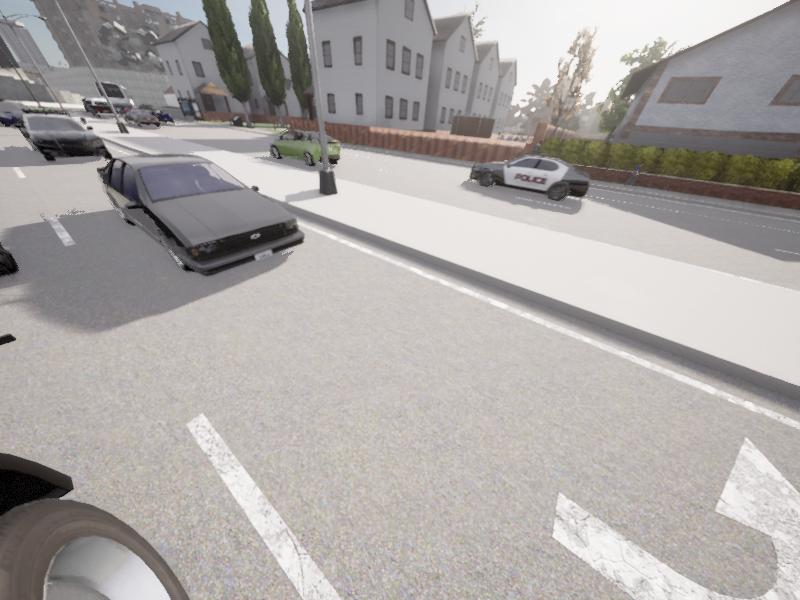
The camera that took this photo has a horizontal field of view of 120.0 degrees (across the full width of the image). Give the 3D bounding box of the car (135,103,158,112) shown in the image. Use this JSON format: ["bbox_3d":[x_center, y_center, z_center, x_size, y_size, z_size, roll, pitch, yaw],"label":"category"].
[{"bbox_3d":[-70.479,-53.439,64.146,4.514,1.525,2.007,16,39,14],"label":"car"}]

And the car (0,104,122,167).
[{"bbox_3d":[-14.770,-7.211,10.023,5.238,1.638,1.930,26,42,25],"label":"car"}]

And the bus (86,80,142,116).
[{"bbox_3d":[-51.376,-36.577,42.037,3.944,4.253,10.273,-23,45,-30],"label":"bus"}]

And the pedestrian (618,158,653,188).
[{"bbox_3d":[12.914,-6.998,12.720,0.751,1.300,0.751,25,42,25],"label":"pedestrian"}]

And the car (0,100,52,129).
[{"bbox_3d":[-29.409,-14.245,17.702,4.792,1.488,2.163,26,42,25],"label":"car"}]

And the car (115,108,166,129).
[{"bbox_3d":[-27.472,-19.254,24.481,5.357,1.411,2.033,26,42,25],"label":"car"}]

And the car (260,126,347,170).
[{"bbox_3d":[-5.346,-8.579,12.907,4.514,1.525,2.007,26,42,25],"label":"car"}]

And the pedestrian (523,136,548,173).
[{"bbox_3d":[8.569,-9.220,14.675,0.751,1.860,0.751,18,39,17],"label":"pedestrian"}]

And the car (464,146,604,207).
[{"bbox_3d":[5.805,-5.788,10.486,4.974,1.542,2.038,26,42,25],"label":"car"}]

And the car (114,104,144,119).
[{"bbox_3d":[-41.045,-28.583,35.009,3.633,1.501,1.845,27,43,26],"label":"car"}]

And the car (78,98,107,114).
[{"bbox_3d":[-52.060,-32.938,39.173,1.905,1.878,3.866,-23,45,-32],"label":"car"}]

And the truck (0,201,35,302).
[{"bbox_3d":[-8.231,-1.611,3.086,6.274,2.098,2.390,26,42,25],"label":"truck"}]

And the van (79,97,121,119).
[{"bbox_3d":[-40.117,-25.672,30.911,4.480,2.038,2.069,26,43,26],"label":"van"}]

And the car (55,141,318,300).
[{"bbox_3d":[-4.377,-2.100,4.715,5.357,1.411,2.033,26,42,25],"label":"car"}]

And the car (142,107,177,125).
[{"bbox_3d":[-30.692,-23.454,29.472,3.633,1.501,1.845,26,42,25],"label":"car"}]

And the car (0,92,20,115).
[{"bbox_3d":[-44.499,-21.682,25.387,3.866,1.878,1.905,25,42,25],"label":"car"}]
